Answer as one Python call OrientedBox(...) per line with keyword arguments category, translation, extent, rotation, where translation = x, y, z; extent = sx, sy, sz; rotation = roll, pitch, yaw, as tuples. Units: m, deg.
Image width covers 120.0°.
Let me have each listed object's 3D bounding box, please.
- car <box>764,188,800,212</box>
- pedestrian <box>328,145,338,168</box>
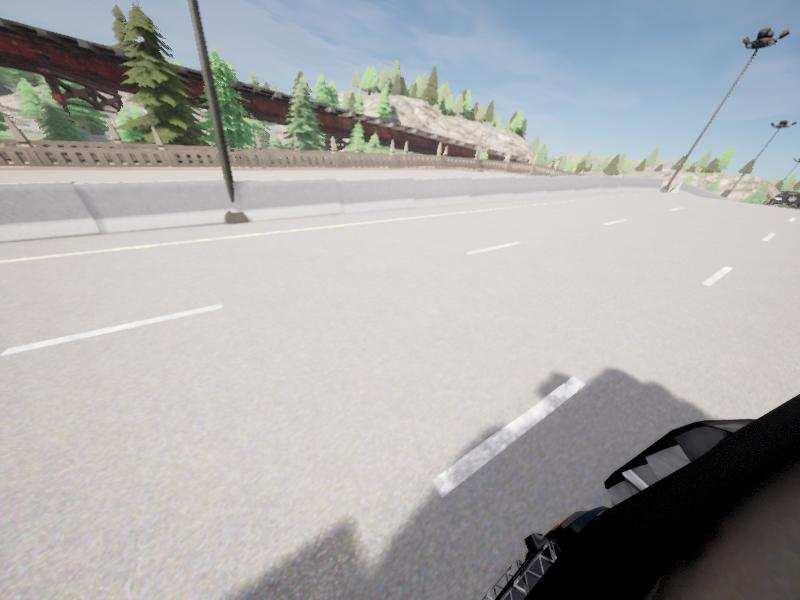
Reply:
OrientedBox(category="car", translation=(42.721, -10.978, 25.427), extent=(4.605, 1.855, 1.932), rotation=(-10, 35, -30))
OrientedBox(category="pedestrian", translation=(-6.728, -14.483, 23.286), extent=(0.751, 1.860, 0.751), rotation=(-10, 35, -30))
